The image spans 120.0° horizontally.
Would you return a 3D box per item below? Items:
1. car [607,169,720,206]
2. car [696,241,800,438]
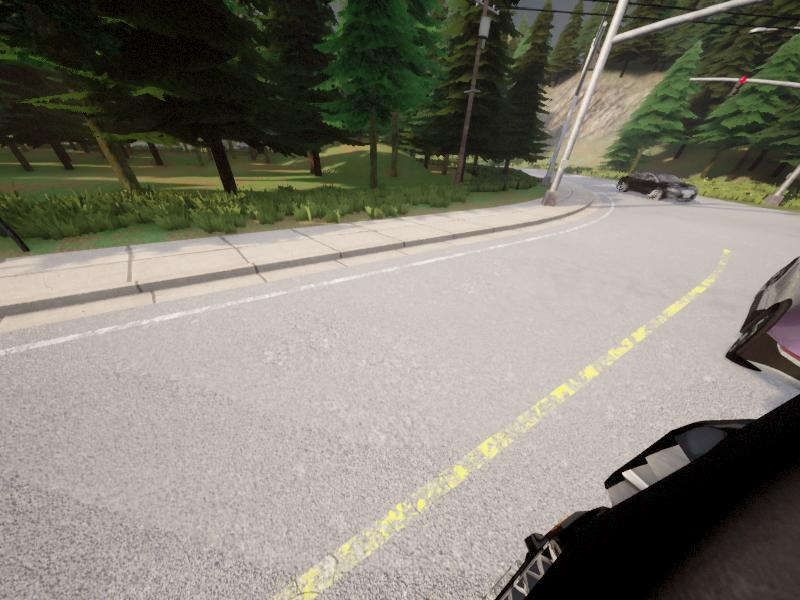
[{"bbox_3d":[16.937,-7.635,15.379,2.128,1.511,4.902,4,34,2],"label":"car"},{"bbox_3d":[6.133,0.164,2.695,4.856,1.649,2.033,-17,39,-28],"label":"car"}]
